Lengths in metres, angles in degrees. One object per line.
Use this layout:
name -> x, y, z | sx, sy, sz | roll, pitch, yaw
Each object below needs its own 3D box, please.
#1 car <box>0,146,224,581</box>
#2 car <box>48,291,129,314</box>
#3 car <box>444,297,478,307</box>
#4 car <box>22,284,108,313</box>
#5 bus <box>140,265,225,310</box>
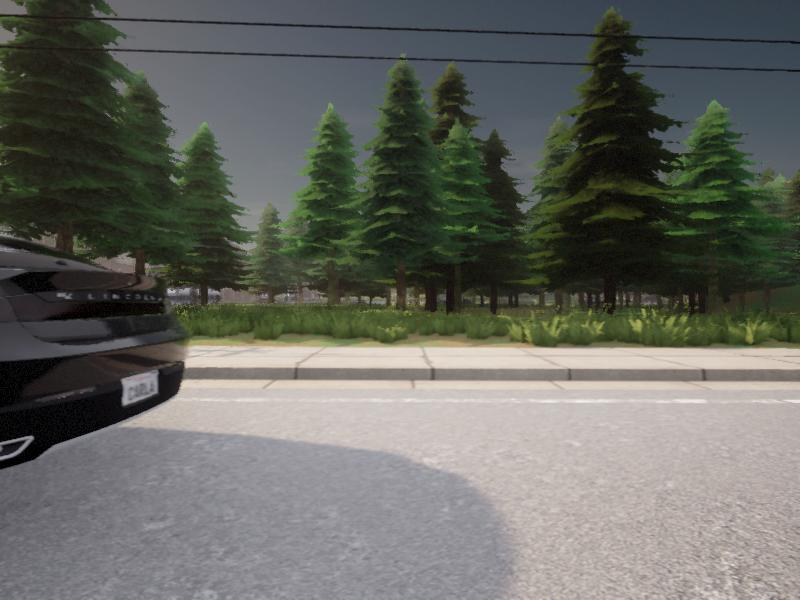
car -> -3.809, 0.214, 2.179 | 4.892, 1.490, 1.837 | 0, 0, 0
car -> -22.252, 0.184, 28.885 | 2.163, 1.488, 4.792 | 0, 0, -2
car -> 9.432, 0.294, 62.483 | 5.008, 1.535, 1.882 | 0, 0, -2
car -> -25.837, -0.115, 31.212 | 2.150, 2.045, 5.566 | 0, 0, -2
bus -> -22.894, -1.194, 43.152 | 3.944, 4.253, 10.273 | 0, 0, -2
